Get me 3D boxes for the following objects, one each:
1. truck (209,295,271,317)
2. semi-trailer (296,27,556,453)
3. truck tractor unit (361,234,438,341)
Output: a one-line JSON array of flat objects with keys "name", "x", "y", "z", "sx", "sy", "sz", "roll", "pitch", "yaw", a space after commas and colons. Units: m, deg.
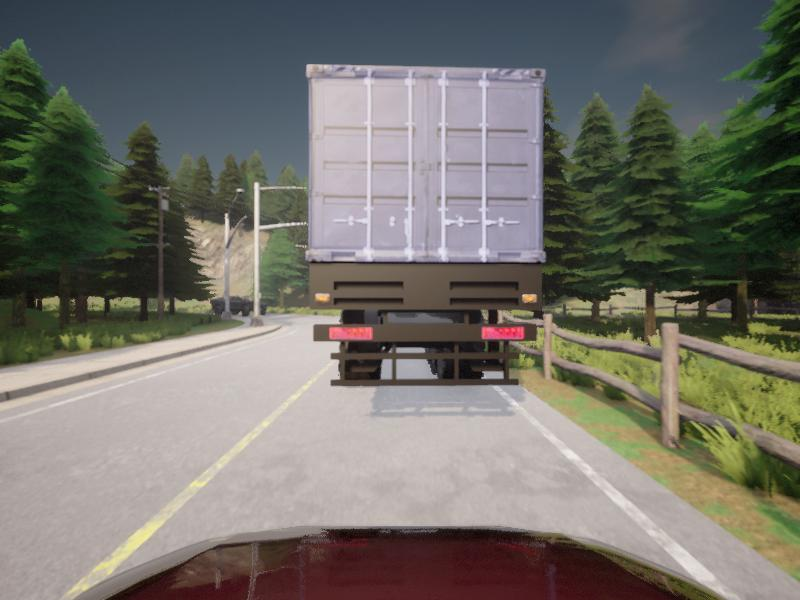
[{"name": "truck", "x": -16.222, "y": 0.588, "z": 40.443, "sx": 6.274, "sy": 2.098, "sz": 2.390, "roll": 0, "pitch": 0, "yaw": 30}, {"name": "semi-trailer", "x": 0.072, "y": -0.605, "z": 11.304, "sx": 2.717, "sy": 4.402, "sz": 14.254, "roll": 0, "pitch": 0, "yaw": -2}, {"name": "truck tractor unit", "x": -0.262, "y": -0.497, "z": 19.210, "sx": 3.053, "sy": 4.208, "sz": 6.516, "roll": 0, "pitch": 0, "yaw": -4}]
